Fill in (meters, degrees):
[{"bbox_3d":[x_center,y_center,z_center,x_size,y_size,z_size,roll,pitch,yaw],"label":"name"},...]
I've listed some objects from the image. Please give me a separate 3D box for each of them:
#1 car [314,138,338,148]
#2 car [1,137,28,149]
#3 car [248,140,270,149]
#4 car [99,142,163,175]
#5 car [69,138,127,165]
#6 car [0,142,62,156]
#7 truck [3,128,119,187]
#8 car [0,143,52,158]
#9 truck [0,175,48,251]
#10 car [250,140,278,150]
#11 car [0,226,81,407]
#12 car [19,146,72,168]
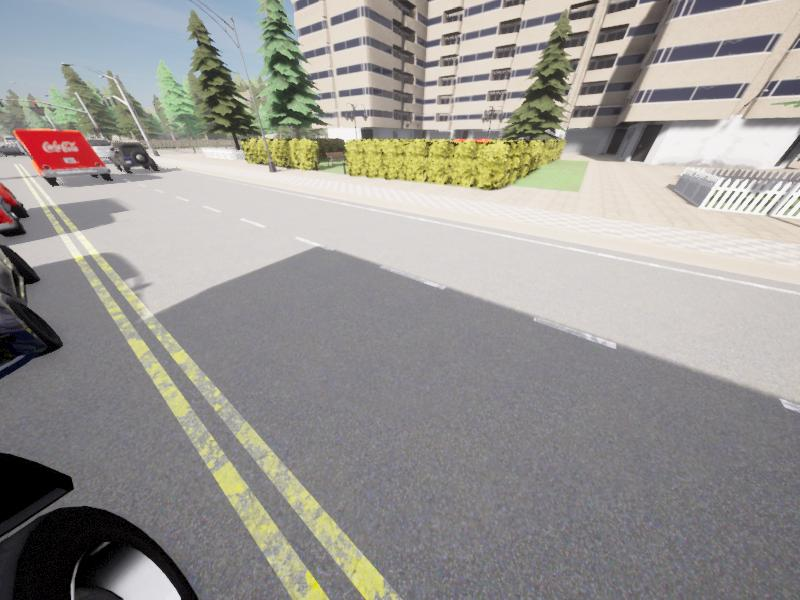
[{"bbox_3d":[-18.853,-40.492,59.503,2.150,2.045,5.566,22,41,28],"label":"car"},{"bbox_3d":[-83.203,-34.014,49.861,5.566,2.045,2.150,22,41,28],"label":"car"},{"bbox_3d":[-32.691,-36.013,53.457,1.845,1.501,3.633,22,41,28],"label":"car"},{"bbox_3d":[-20.413,-10.862,17.557,3.866,1.878,1.905,22,41,28],"label":"car"},{"bbox_3d":[-30.176,-14.896,23.080,5.566,2.045,2.150,22,41,28],"label":"car"},{"bbox_3d":[-51.297,-20.975,32.057,2.163,1.488,4.792,24,42,30],"label":"car"},{"bbox_3d":[-19.678,-8.349,13.464,5.204,2.467,2.627,21,40,28],"label":"truck"},{"bbox_3d":[-49.069,-19.302,29.717,2.007,1.525,4.514,24,42,30],"label":"car"},{"bbox_3d":[-12.204,-2.851,5.695,5.204,2.467,2.627,23,41,27],"label":"truck"},{"bbox_3d":[-30.126,-34.586,51.477,2.242,1.667,4.611,22,41,28],"label":"car"},{"bbox_3d":[-6.278,-0.079,2.545,4.611,1.667,2.242,22,40,28],"label":"car"},{"bbox_3d":[-30.955,-12.545,20.180,3.633,1.501,1.845,22,41,28],"label":"car"}]
